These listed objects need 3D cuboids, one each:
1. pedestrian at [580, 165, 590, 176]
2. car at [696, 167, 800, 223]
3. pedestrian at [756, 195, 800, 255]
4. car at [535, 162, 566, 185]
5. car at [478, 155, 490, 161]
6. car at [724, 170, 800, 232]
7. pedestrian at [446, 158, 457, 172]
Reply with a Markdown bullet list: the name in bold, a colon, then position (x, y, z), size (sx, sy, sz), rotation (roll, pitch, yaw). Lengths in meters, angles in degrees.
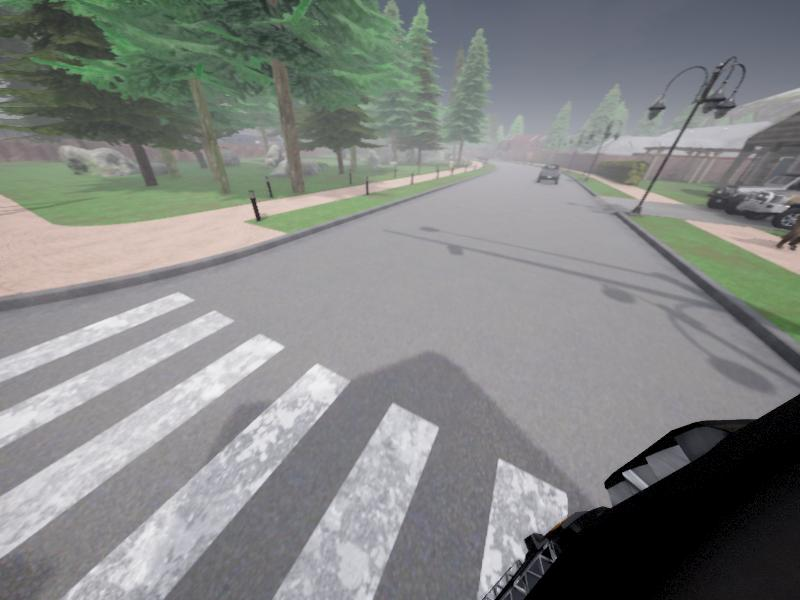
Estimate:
- **pedestrian**: position (22.527, -15.716, 28.088), size (0.500, 1.100, 0.500), rotation (13, 35, 15)
- **car**: position (17.085, -4.719, 10.374), size (3.866, 1.878, 1.905), rotation (18, 36, 22)
- **pedestrian**: position (10.959, -2.200, 6.068), size (0.751, 1.860, 0.751), rotation (19, 37, 23)
- **car**: position (14.026, -11.914, 21.648), size (1.845, 1.501, 3.633), rotation (18, 36, 22)
- **car**: position (24.260, -40.970, 66.689), size (1.895, 1.301, 4.718), rotation (2, 33, 0)
- **car**: position (16.261, -3.424, 8.345), size (4.605, 1.855, 1.932), rotation (18, 36, 22)
- **pedestrian**: position (5.769, -15.167, 25.901), size (0.751, 1.300, 0.751), rotation (24, 39, 29)
